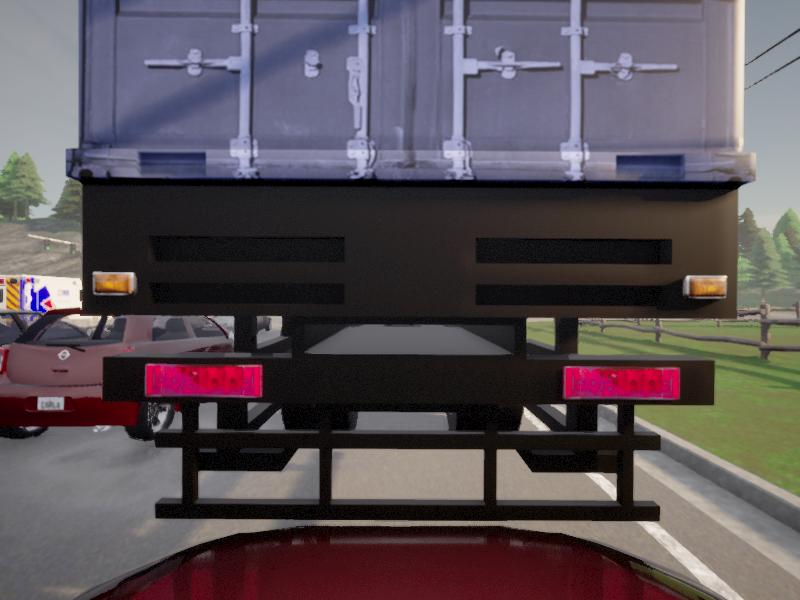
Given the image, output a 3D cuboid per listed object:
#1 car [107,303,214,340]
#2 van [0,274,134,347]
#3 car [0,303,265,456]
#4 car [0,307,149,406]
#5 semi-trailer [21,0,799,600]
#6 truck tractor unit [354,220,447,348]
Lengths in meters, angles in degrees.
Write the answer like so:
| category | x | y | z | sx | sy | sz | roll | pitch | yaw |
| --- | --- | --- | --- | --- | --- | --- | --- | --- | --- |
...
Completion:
| category | x | y | z | sx | sy | sz | roll | pitch | yaw |
| --- | --- | --- | --- | --- | --- | --- | --- | --- | --- |
| car | -10.669 | 0.867 | 18.436 | 2.033 | 1.411 | 5.357 | 0 | 0 | -4 |
| van | -14.168 | 0.352 | 16.541 | 2.351 | 2.431 | 6.366 | 0 | 0 | -3 |
| car | -3.496 | 0.804 | 5.809 | 1.845 | 1.501 | 3.633 | 0 | 0 | 0 |
| car | -6.992 | 0.873 | 6.817 | 2.033 | 1.411 | 5.357 | 0 | 0 | 0 |
| semi-trailer | 0.034 | -0.648 | 8.531 | 2.717 | 4.402 | 14.254 | 0 | 0 | 0 |
| truck tractor unit | 0.006 | -0.554 | 16.442 | 3.053 | 4.208 | 6.516 | 0 | 0 | 0 |
